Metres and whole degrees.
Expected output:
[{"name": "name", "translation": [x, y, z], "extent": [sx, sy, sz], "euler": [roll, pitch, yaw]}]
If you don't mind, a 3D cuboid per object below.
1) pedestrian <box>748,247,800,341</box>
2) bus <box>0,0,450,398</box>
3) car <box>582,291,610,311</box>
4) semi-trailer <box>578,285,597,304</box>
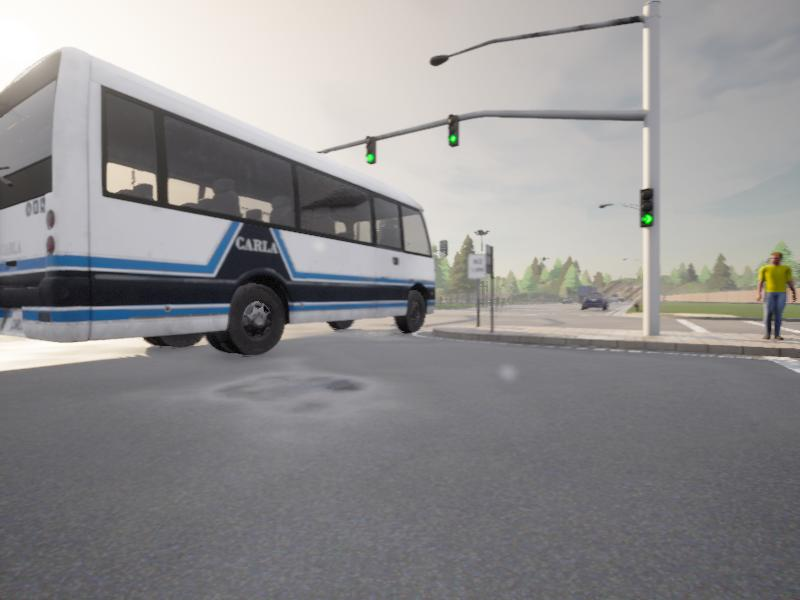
[{"name": "pedestrian", "translation": [7.807, -0.116, 8.366], "extent": [0.751, 1.860, 0.751], "euler": [0, 0, 37]}, {"name": "bus", "translation": [-2.713, -1.134, 9.620], "extent": [3.944, 4.253, 10.273], "euler": [0, 0, 31]}, {"name": "car", "translation": [19.263, 0.087, 39.295], "extent": [2.097, 1.767, 4.553], "euler": [0, 0, 31]}, {"name": "semi-trailer", "translation": [45.262, -1.238, 96.334], "extent": [2.717, 4.402, 14.254], "euler": [0, 0, 31]}]
